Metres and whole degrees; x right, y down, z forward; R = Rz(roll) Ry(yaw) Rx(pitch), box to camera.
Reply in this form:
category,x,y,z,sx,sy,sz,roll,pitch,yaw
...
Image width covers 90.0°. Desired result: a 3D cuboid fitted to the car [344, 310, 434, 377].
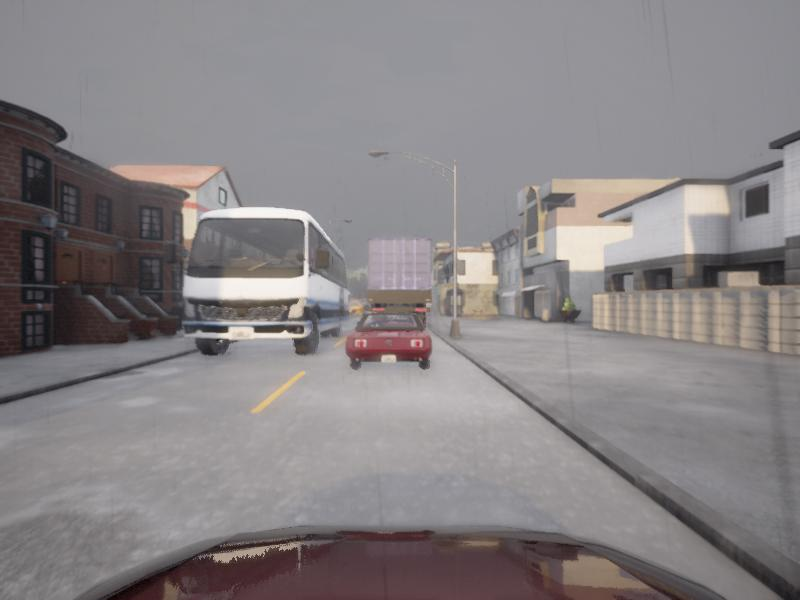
category,x,y,z,sx,sy,sz,roll,pitch,yaw
car,-0.238,0.967,10.753,1.895,1.301,4.718,0,0,0

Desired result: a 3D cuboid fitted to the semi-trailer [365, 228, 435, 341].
category,x,y,z,sx,sy,sz,roll,pitch,yaw
semi-trailer,-0.154,-0.567,22.673,2.717,4.402,14.254,0,0,-1

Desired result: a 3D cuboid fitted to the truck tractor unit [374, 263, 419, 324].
category,x,y,z,sx,sy,sz,roll,pitch,yaw
truck tractor unit,-0.324,-0.457,30.580,3.053,4.208,6.516,0,0,-1

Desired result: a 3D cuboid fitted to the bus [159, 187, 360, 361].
category,x,y,z,sx,sy,sz,roll,pitch,yaw
bus,-3.923,-0.487,14.891,3.944,4.253,10.273,0,-2,-1

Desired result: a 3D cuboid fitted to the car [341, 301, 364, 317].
category,x,y,z,sx,sy,sz,roll,pitch,yaw
car,-4.826,0.913,41.619,1.882,1.535,5.008,0,0,-1
